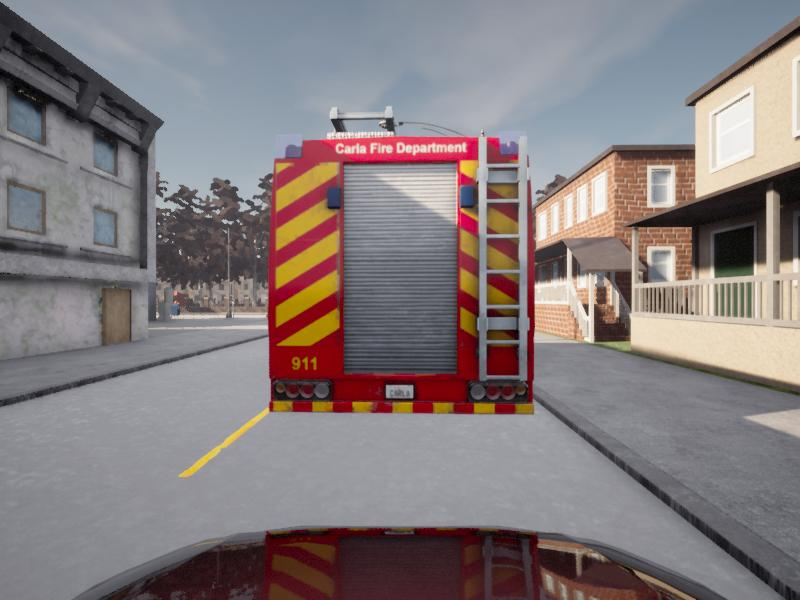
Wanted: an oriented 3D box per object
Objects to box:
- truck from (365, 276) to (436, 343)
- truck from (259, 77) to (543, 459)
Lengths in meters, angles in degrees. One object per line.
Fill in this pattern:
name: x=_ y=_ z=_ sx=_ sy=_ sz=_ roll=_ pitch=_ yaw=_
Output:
truck: x=0.173 y=0.357 z=17.323 sx=2.627 sy=2.467 sz=5.204 roll=0 pitch=0 yaw=4
truck: x=0.146 y=-0.321 z=8.301 sx=2.891 sy=3.827 sz=8.468 roll=0 pitch=0 yaw=2
